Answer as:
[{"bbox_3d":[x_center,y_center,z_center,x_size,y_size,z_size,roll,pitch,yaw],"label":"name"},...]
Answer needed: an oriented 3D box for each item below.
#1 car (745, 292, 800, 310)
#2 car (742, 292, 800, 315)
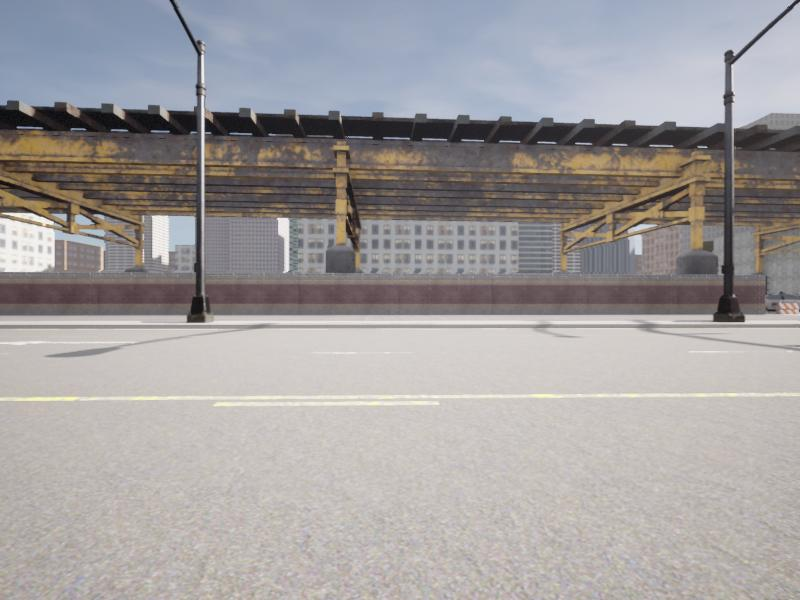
[{"bbox_3d":[26.833,0.061,27.619,4.536,1.218,1.853,0,0,42],"label":"car"},{"bbox_3d":[26.872,0.219,27.585,4.974,1.542,2.038,0,0,42],"label":"car"}]
